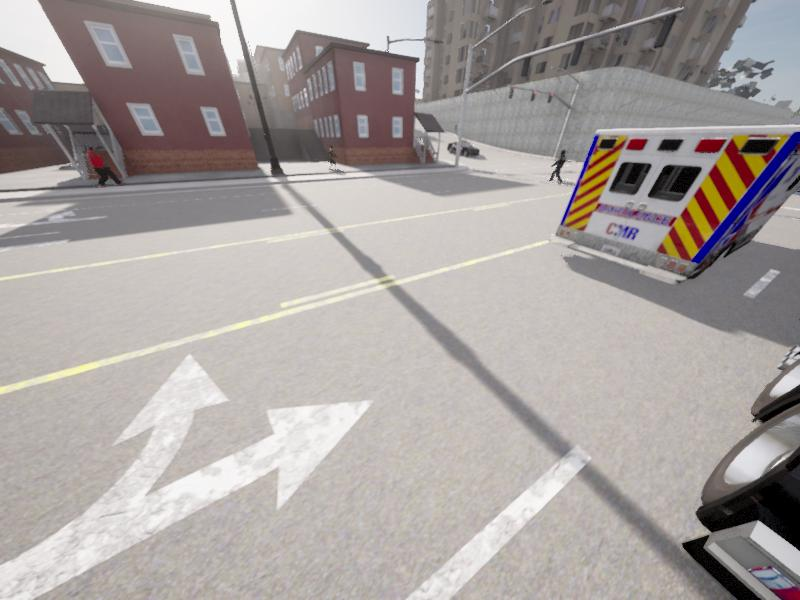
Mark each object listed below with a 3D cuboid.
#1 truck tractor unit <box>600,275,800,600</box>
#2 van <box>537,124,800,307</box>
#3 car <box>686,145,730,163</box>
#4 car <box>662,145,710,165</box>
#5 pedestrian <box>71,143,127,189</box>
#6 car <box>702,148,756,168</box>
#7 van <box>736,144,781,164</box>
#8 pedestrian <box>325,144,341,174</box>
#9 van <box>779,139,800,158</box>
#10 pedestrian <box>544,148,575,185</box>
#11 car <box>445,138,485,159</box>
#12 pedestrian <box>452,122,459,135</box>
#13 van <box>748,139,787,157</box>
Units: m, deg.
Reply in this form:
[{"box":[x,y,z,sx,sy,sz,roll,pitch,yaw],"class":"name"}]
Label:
[{"box":[5.130,-0.282,0.757,6.516,4.208,3.053,-17,39,-23],"class":"truck tractor unit"},{"box":[6.660,-2.323,5.262,6.366,2.431,2.351,-17,38,-23],"class":"van"},{"box":[40.977,-19.484,30.745,4.553,1.767,2.097,-17,39,-23],"class":"car"},{"box":[34.210,-17.434,27.667,4.605,1.855,1.932,-17,39,-23],"class":"car"},{"box":[-14.617,-6.558,11.318,0.751,1.860,0.751,-18,39,-24],"class":"pedestrian"},{"box":[36.055,-15.616,25.301,4.856,1.649,2.033,-17,39,-23],"class":"car"},{"box":[46.120,-18.866,29.736,4.442,1.987,1.775,-17,39,-23],"class":"van"},{"box":[-5.096,-10.700,17.504,0.751,1.860,0.751,-14,38,-20],"class":"pedestrian"},{"box":[68.951,-26.147,39.873,5.915,2.561,1.988,-17,39,-23],"class":"van"},{"box":[9.679,-8.121,14.056,0.751,1.860,0.751,-21,40,-27],"class":"pedestrian"},{"box":[8.431,-20.089,30.500,1.930,1.638,5.238,-17,44,-23],"class":"car"},{"box":[10.631,-32.660,44.043,0.751,1.860,0.751,-19,39,-26],"class":"pedestrian"},{"box":[67.848,-28.088,42.647,5.915,2.561,1.988,-17,39,-23],"class":"van"}]
